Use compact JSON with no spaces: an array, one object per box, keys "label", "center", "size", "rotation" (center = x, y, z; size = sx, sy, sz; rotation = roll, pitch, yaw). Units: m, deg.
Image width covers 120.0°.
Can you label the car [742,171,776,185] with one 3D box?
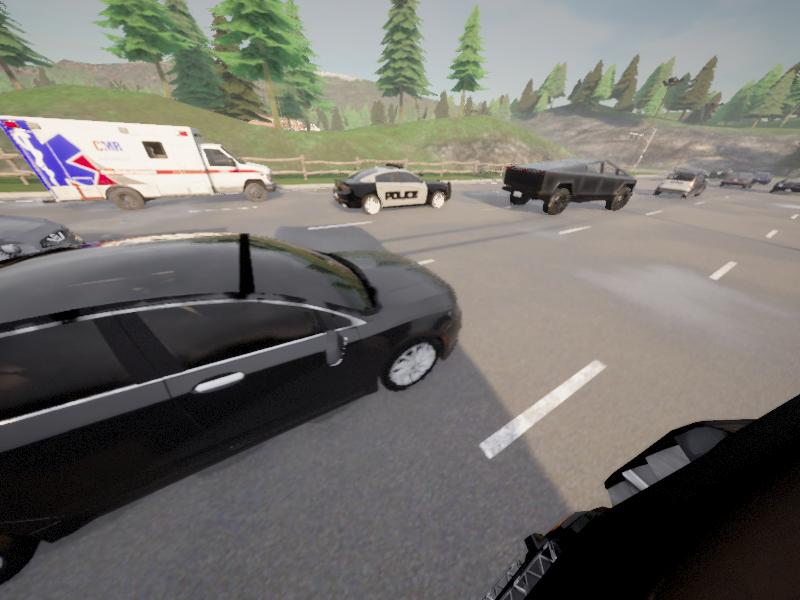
[{"label":"car","center":[48.027,-16.358,30.926],"size":[4.181,1.385,1.994],"rotation":[-20,40,-31]}]

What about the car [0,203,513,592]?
[{"label":"car","center":[-1.576,0.252,2.102],"size":[4.892,1.490,1.837],"rotation":[-16,38,-26]}]

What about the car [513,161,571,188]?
[{"label":"car","center":[11.577,-10.267,18.825],"size":[3.988,1.617,1.851],"rotation":[-16,38,-26]}]

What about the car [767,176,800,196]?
[{"label":"car","center":[36.942,-10.692,21.630],"size":[4.718,1.301,1.895],"rotation":[-16,38,-26]}]

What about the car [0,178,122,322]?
[{"label":"car","center":[-6.749,-0.518,2.844],"size":[3.633,1.501,1.845],"rotation":[-16,38,-26]}]

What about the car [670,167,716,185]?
[{"label":"car","center":[34.159,-14.467,26.893],"size":[5.008,1.535,1.882],"rotation":[-16,38,-26]}]

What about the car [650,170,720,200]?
[{"label":"car","center":[20.331,-8.300,16.511],"size":[3.988,1.617,1.851],"rotation":[-16,38,-26]}]

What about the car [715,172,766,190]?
[{"label":"car","center":[36.483,-12.836,24.738],"size":[5.357,1.411,2.033],"rotation":[-16,38,-26]}]

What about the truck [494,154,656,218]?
[{"label":"truck","center":[7.926,-5.344,10.692],"size":[6.274,2.098,2.390],"rotation":[-10,36,-19]}]

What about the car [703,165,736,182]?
[{"label":"car","center":[46.199,-18.357,33.414],"size":[4.553,1.767,2.097],"rotation":[-22,41,-33]}]

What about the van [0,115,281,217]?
[{"label":"van","center":[-8.336,-4.903,8.523],"size":[6.366,2.431,2.351],"rotation":[-16,38,-26]}]

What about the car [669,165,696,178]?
[{"label":"car","center":[44.342,-20.240,36.359],"size":[2.007,1.525,4.514],"rotation":[29,42,33]}]

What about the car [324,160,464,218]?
[{"label":"car","center":[-0.130,-4.695,9.529],"size":[5.238,1.638,1.930],"rotation":[-16,38,-26]}]
